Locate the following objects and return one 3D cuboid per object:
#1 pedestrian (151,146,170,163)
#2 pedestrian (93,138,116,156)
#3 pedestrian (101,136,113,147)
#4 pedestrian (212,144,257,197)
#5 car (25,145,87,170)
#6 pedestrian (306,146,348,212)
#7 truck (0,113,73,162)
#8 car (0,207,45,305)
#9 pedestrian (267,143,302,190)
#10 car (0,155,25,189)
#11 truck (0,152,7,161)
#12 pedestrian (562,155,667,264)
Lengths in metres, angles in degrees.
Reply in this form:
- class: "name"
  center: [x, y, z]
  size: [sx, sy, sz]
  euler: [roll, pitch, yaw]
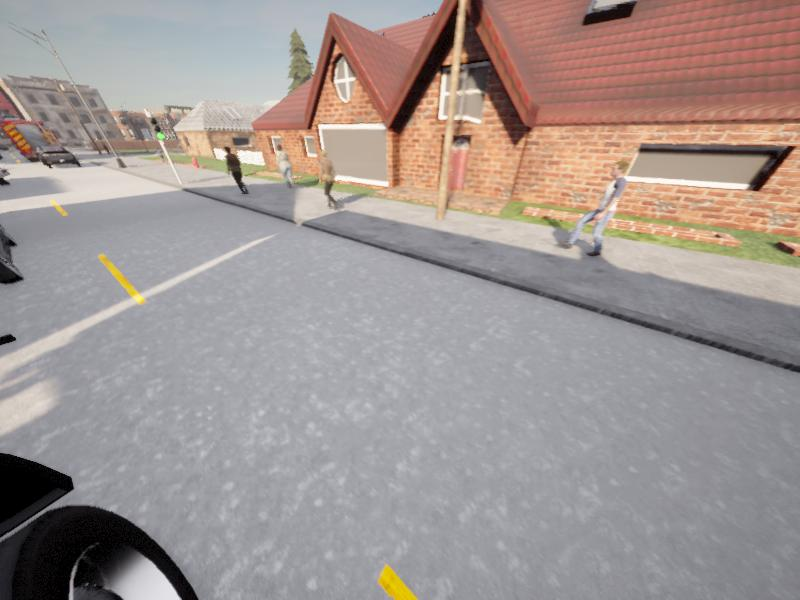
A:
- class: "pedestrian"
  center: [-22.510, -13.667, 21.704]
  size: [0.751, 1.300, 0.751]
  euler: [-25, 43, -31]
- class: "pedestrian"
  center: [-36.626, -19.021, 28.671]
  size: [0.751, 1.860, 0.751]
  euler: [13, 37, 17]
- class: "pedestrian"
  center: [-64.447, -34.791, 50.750]
  size: [0.751, 1.860, 0.751]
  euler: [18, 39, 24]
- class: "pedestrian"
  center: [-6.901, -5.437, 9.706]
  size: [0.751, 1.860, 0.751]
  euler: [23, 41, 29]
- class: "car"
  center: [-29.235, -12.217, 19.627]
  size: [4.902, 1.511, 2.128]
  euler: [22, 41, 28]
- class: "pedestrian"
  center: [-2.410, -4.085, 7.833]
  size: [0.751, 1.860, 0.751]
  euler: [22, 40, 27]
- class: "truck"
  center: [-39.659, -17.423, 24.898]
  size: [8.468, 3.827, 2.891]
  euler: [22, 41, 28]
- class: "car"
  center: [-8.826, -1.077, 4.037]
  size: [4.902, 1.511, 2.128]
  euler: [22, 41, 28]
- class: "pedestrian"
  center: [-5.450, -6.332, 10.988]
  size: [0.751, 1.860, 0.751]
  euler: [24, 42, 30]
- class: "car"
  center: [-22.419, -6.435, 11.181]
  size: [4.605, 1.855, 1.932]
  euler: [3, 33, 3]
- class: "truck"
  center: [-44.512, -16.025, 24.046]
  size: [5.204, 2.467, 2.627]
  euler: [22, 41, 28]
- class: "pedestrian"
  center: [4.109, -1.798, 4.654]
  size: [0.751, 1.860, 0.751]
  euler: [17, 38, 22]
